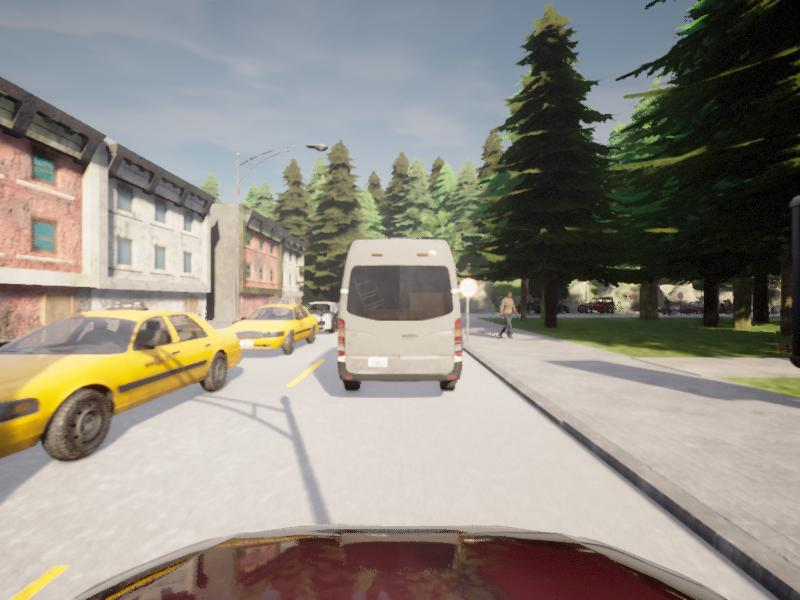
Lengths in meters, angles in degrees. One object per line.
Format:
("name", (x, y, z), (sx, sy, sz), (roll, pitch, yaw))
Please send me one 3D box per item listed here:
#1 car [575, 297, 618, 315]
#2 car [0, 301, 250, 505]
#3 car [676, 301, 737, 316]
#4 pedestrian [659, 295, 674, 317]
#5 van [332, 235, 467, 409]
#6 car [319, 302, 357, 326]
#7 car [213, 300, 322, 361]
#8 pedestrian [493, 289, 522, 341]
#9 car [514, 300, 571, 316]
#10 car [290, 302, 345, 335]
("car", (21.544, 0.634, 43.939), (3.866, 1.878, 1.905), (0, 0, 0))
("car", (-3.998, 0.800, 5.602), (1.801, 1.575, 5.366), (0, 0, 0))
("car", (30.583, 0.859, 39.992), (4.674, 1.442, 1.812), (0, 0, 0))
("pedestrian", (23.194, 0.524, 34.823), (0.751, 1.860, 0.751), (0, 0, 0))
("van", (0.006, 0.320, 8.848), (1.988, 2.561, 5.915), (0, 0, 0))
("car", (-3.997, 0.863, 26.614), (1.812, 1.442, 4.674), (0, 0, 0))
("car", (-3.997, 0.798, 13.147), (1.801, 1.575, 5.366), (0, 0, 0))
("pedestrian", (3.966, 0.529, 14.805), (0.751, 1.860, 0.751), (0, 0, -22))
("car", (14.185, 0.812, 39.893), (5.008, 1.535, 1.882), (0, 0, -1))
("car", (-3.998, 0.848, 20.045), (1.970, 1.475, 3.806), (0, 0, 0))
